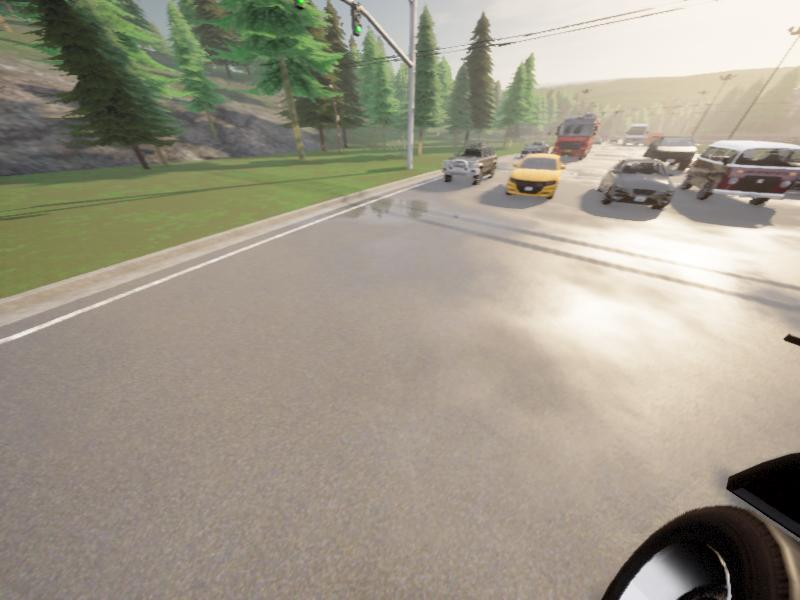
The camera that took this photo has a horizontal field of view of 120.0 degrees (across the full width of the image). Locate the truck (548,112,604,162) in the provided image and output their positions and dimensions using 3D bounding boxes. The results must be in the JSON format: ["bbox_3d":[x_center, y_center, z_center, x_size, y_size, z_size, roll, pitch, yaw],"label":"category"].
[{"bbox_3d":[19.194,-17.584,25.054,2.891,3.827,8.468,24,42,29],"label":"truck"}]

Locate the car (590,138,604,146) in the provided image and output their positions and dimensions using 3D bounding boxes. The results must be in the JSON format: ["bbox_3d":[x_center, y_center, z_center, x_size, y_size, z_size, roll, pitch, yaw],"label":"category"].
[{"bbox_3d":[51.855,-41.740,60.852,2.152,1.651,5.027,24,42,29],"label":"car"}]

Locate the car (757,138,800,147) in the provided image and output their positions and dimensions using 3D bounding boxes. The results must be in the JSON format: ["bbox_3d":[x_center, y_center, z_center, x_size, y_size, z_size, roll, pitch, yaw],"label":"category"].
[{"bbox_3d":[86.608,-35.960,52.713,5.238,1.638,1.930,24,42,29],"label":"car"}]

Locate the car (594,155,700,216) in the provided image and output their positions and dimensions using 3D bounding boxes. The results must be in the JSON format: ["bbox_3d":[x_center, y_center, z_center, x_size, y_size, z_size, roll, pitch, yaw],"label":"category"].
[{"bbox_3d":[9.304,-4.735,9.185,1.816,1.474,4.193,20,40,25],"label":"car"}]

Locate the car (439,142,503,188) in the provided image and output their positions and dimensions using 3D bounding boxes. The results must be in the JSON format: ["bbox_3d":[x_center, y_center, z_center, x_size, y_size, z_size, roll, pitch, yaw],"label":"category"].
[{"bbox_3d":[4.121,-7.818,13.104,1.932,1.855,4.605,20,40,25],"label":"car"}]

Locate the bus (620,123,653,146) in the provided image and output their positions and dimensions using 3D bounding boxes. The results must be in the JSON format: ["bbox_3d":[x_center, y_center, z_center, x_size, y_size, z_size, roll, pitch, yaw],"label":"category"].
[{"bbox_3d":[57.832,-40.631,56.838,3.944,4.253,10.273,24,42,29],"label":"bus"}]

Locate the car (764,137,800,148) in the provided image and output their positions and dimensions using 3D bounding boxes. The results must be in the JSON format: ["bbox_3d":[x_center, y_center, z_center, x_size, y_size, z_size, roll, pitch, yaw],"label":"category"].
[{"bbox_3d":[84.055,-34.620,50.645,3.866,1.878,1.905,24,42,29],"label":"car"}]

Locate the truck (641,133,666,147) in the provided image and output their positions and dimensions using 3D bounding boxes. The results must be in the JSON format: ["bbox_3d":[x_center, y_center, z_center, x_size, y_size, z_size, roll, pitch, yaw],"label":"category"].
[{"bbox_3d":[57.495,-36.375,52.457,2.627,2.467,5.204,24,42,29],"label":"truck"}]

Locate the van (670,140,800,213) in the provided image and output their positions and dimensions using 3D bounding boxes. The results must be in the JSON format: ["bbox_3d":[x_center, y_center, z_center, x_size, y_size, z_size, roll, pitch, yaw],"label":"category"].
[{"bbox_3d":[13.785,-5.313,9.519,2.069,2.038,4.480,21,41,26],"label":"van"}]

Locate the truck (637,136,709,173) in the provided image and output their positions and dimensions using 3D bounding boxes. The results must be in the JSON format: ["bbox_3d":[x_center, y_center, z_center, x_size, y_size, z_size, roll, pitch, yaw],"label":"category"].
[{"bbox_3d":[21.496,-11.867,18.604,2.390,2.098,6.274,24,42,29],"label":"truck"}]

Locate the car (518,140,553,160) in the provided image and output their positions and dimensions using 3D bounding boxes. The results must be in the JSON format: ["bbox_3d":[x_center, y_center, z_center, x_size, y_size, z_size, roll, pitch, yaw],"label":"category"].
[{"bbox_3d":[15.604,-17.308,26.542,2.152,1.651,5.027,24,42,29],"label":"car"}]

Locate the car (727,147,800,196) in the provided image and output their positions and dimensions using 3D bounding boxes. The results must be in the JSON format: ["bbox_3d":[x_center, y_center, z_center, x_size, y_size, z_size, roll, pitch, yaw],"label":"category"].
[{"bbox_3d":[19.391,-6.437,11.425,2.242,1.667,4.611,22,41,27],"label":"car"}]

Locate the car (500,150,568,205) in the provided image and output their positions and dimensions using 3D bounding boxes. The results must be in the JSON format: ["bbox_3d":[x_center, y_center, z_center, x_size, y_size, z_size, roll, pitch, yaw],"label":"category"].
[{"bbox_3d":[6.342,-5.873,10.699,1.882,1.535,5.008,19,40,24],"label":"car"}]
